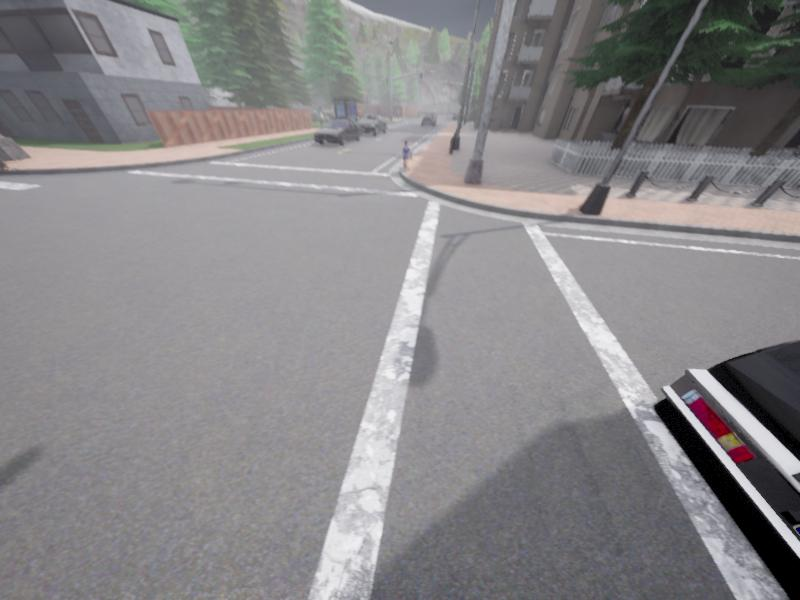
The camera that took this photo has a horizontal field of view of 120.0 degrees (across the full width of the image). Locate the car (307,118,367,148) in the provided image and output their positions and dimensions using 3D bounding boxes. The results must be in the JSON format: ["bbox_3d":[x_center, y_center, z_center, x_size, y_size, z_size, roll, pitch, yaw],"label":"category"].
[{"bbox_3d":[-4.305,-12.352,16.925,2.033,1.411,5.357,9,40,9],"label":"car"}]

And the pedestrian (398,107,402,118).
[{"bbox_3d":[0.013,-45.092,55.554,0.751,1.860,0.751,-1,40,-4],"label":"pedestrian"}]

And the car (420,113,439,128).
[{"bbox_3d":[4.538,-27.362,35.094,2.038,1.542,4.974,9,40,9],"label":"car"}]

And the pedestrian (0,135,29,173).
[{"bbox_3d":[-13.559,-5.154,7.345,0.751,1.860,0.751,-8,41,-12],"label":"pedestrian"}]

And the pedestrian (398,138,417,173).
[{"bbox_3d":[0.265,-5.684,9.088,0.500,1.100,0.500,28,47,28],"label":"pedestrian"}]

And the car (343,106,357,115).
[{"bbox_3d":[-13.323,-50.279,61.279,1.932,1.855,4.605,8,40,8],"label":"car"}]

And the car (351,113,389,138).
[{"bbox_3d":[-2.720,-16.963,22.317,2.152,1.651,5.027,9,40,9],"label":"car"}]

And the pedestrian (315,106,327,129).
[{"bbox_3d":[-8.369,-19.406,24.557,0.751,1.860,0.751,-3,40,-6],"label":"pedestrian"}]
